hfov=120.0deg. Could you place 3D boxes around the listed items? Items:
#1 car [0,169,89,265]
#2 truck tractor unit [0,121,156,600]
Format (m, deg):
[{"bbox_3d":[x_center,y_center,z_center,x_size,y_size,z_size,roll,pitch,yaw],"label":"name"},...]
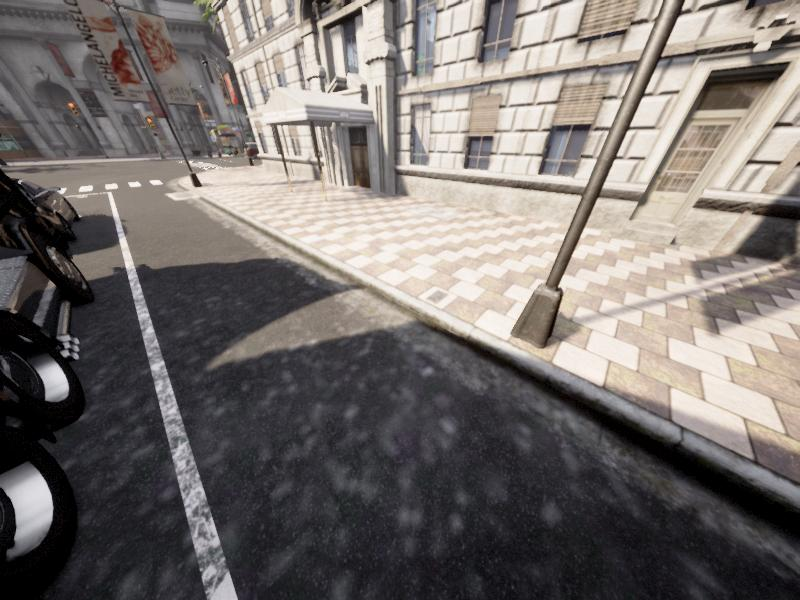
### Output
[{"bbox_3d":[-10.634,-2.442,6.257,4.902,1.511,2.128,28,44,34],"label":"car"},{"bbox_3d":[-4.849,-0.504,1.069,6.516,4.208,3.053,28,44,34],"label":"truck tractor unit"}]
